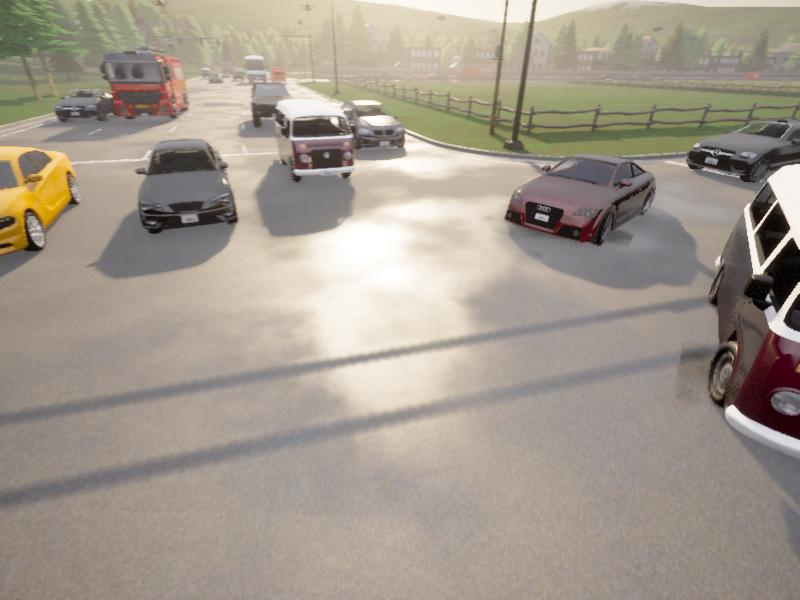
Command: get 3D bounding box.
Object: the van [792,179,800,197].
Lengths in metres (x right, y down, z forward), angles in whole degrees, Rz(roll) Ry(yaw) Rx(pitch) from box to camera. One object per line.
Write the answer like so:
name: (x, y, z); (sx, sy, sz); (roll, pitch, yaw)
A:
van: (14.610, -3.977, 10.776); (6.366, 2.431, 2.351); (-9, 32, -17)

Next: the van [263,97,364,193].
van: (-2.827, -5.053, 12.569); (2.069, 2.038, 4.480); (-11, 33, -19)

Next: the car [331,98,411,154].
car: (-1.419, -7.833, 17.728); (2.242, 1.667, 4.611); (-10, 32, -18)

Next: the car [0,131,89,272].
car: (-8.151, -2.186, 8.038); (1.882, 1.535, 5.008); (-12, 33, -21)

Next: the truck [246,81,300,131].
truck: (-7.580, -11.561, 23.524); (2.390, 2.098, 6.274); (-9, 32, -16)

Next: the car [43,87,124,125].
car: (-18.842, -11.825, 24.172); (2.152, 1.651, 5.027); (-9, 32, -16)

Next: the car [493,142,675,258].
car: (4.215, -2.478, 9.007); (4.181, 1.385, 1.994); (-26, 40, -38)

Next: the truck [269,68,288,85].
truck: (-21.162, -38.860, 69.490); (2.627, 2.467, 5.204); (-9, 32, -16)

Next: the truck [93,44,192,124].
truck: (-15.914, -13.926, 25.653); (2.891, 3.827, 8.468); (-9, 32, -16)

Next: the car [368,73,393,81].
car: (-4.440, -50.354, 90.373); (5.238, 1.638, 1.930); (-9, 32, -16)

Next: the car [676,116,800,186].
car: (12.425, -5.132, 13.493); (5.027, 1.651, 2.152); (-9, 32, -17)

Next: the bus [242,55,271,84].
bus: (-25.908, -41.570, 72.238); (3.944, 4.253, 10.273); (-9, 32, -16)

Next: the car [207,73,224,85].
car: (-32.552, -39.041, 70.644); (2.152, 1.651, 5.027); (-9, 32, -16)

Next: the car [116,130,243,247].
car: (-4.902, -2.801, 9.231); (1.816, 1.474, 4.193); (-12, 33, -21)

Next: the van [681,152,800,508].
van: (4.654, -0.067, 4.232); (2.069, 2.038, 4.480); (19, 35, 29)

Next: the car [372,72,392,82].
car: (-3.888, -48.679, 87.295); (3.866, 1.878, 1.905); (-9, 32, -16)

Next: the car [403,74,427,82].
car: (3.450, -51.544, 92.696); (5.366, 1.575, 1.801); (-9, 32, -16)
